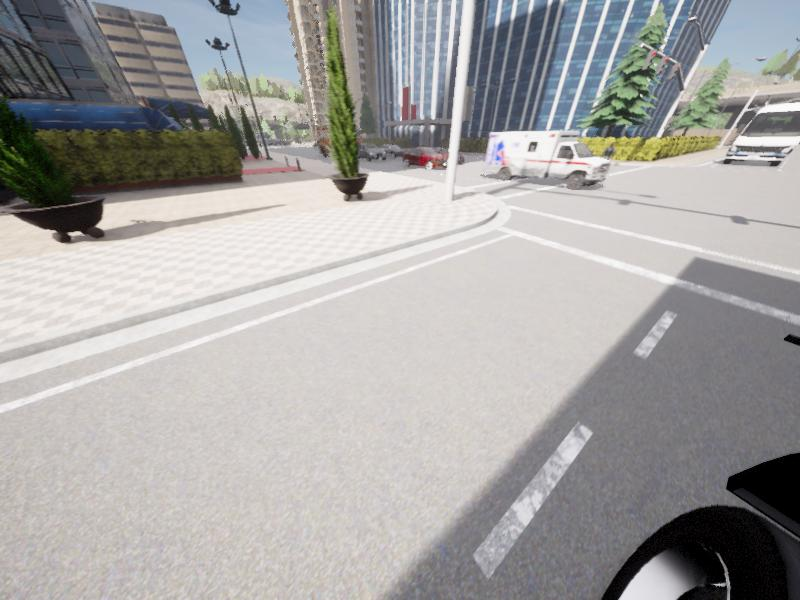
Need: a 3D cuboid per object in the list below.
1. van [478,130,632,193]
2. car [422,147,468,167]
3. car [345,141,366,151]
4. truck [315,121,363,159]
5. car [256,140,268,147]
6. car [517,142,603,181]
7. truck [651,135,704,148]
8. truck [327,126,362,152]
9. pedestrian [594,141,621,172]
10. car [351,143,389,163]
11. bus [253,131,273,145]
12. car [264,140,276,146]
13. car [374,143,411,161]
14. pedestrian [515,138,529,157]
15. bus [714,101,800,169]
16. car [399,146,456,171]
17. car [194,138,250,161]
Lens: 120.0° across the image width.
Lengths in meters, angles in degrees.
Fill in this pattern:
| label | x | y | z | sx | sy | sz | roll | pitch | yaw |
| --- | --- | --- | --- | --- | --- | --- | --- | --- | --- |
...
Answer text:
| label | x | y | z | sx | sy | sz | roll | pitch | yaw |
| --- | --- | --- | --- | --- | --- | --- | --- | --- | --- |
| van | 7.922 | -7.933 | 12.932 | 2.351 | 2.431 | 6.366 | -23 | 41 | -28 |
| car | 4.226 | -13.953 | 22.399 | 1.994 | 1.385 | 4.181 | -22 | 41 | -28 |
| car | -9.185 | -31.843 | 47.714 | 2.128 | 1.511 | 4.902 | -23 | 41 | -28 |
| truck | -8.446 | -21.755 | 31.437 | 2.891 | 3.827 | 8.468 | -22 | 40 | -27 |
| car | -42.979 | -48.759 | 71.865 | 2.033 | 1.649 | 4.856 | -23 | 41 | -28 |
| car | 10.312 | -9.271 | 15.264 | 1.905 | 1.878 | 3.866 | -23 | 41 | -28 |
| truck | 56.131 | -32.187 | 46.920 | 2.390 | 2.098 | 6.274 | -22 | 41 | -28 |
| truck | -10.601 | -30.440 | 43.740 | 2.891 | 3.827 | 8.468 | -23 | 41 | -28 |
| pedestrian | 15.160 | -10.502 | 16.940 | 0.751 | 1.860 | 0.751 | 27 | 44 | 33 |
| car | -3.474 | -16.815 | 26.265 | 2.242 | 1.667 | 4.611 | -22 | 41 | -28 |
| bus | -50.266 | -59.327 | 84.621 | 3.944 | 4.253 | 10.273 | -23 | 41 | -28 |
| car | -43.914 | -52.964 | 77.915 | 2.242 | 1.667 | 4.611 | -23 | 41 | -28 |
| car | -0.978 | -18.274 | 28.328 | 1.930 | 1.638 | 5.238 | -23 | 41 | -28 |
| pedestrian | 14.885 | -18.656 | 28.209 | 0.751 | 1.860 | 0.751 | -20 | 40 | -25 |
| bus | 33.653 | -14.734 | 20.704 | 10.273 | 4.253 | 3.944 | -22 | 41 | -28 |
| car | 2.160 | -12.201 | 19.797 | 1.882 | 1.535 | 5.008 | -23 | 41 | -28 |
| car | -21.319 | -18.443 | 28.137 | 2.390 | 2.098 | 6.274 | -3 | 35 | -4 |
